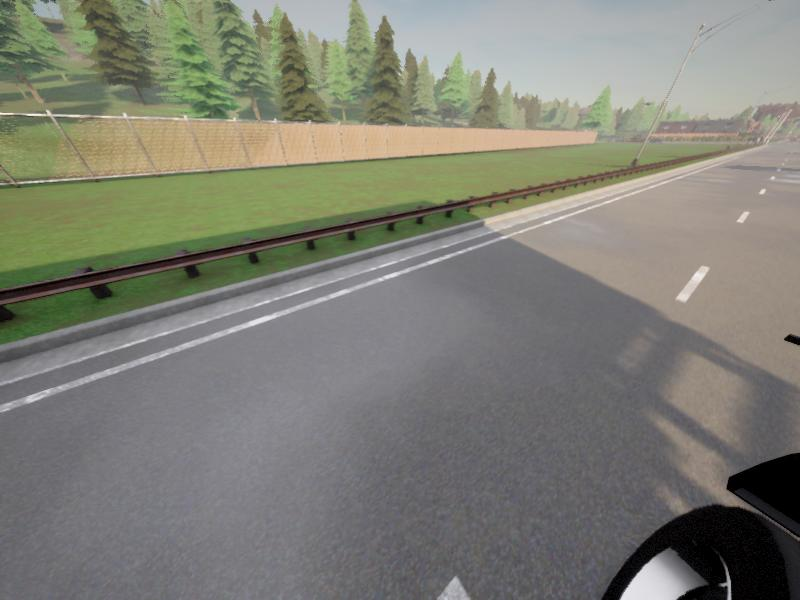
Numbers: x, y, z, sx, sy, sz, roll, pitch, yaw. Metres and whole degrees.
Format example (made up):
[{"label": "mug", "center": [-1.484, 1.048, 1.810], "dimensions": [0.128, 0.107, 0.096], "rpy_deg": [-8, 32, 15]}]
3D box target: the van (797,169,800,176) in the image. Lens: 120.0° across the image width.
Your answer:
[{"label": "van", "center": [29.000, -9.498, 15.382], "dimensions": [4.442, 1.987, 1.775], "rpy_deg": [-22, 41, -28]}]
